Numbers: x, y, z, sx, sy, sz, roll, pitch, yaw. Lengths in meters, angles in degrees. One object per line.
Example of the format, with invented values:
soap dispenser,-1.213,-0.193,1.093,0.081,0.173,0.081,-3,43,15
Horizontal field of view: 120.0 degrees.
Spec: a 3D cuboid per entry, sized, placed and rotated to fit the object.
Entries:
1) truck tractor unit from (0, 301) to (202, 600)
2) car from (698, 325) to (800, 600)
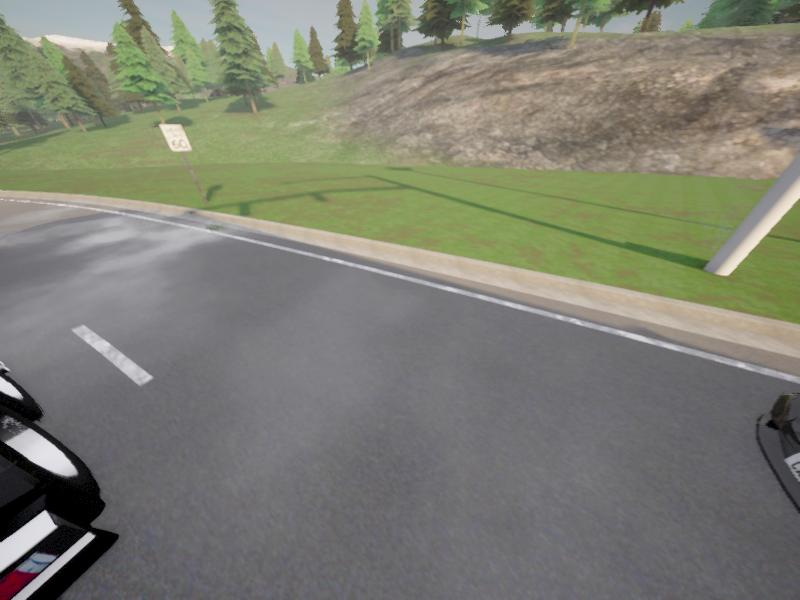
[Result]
truck tractor unit,-5.172,-0.234,0.689,6.516,4.208,3.053,16,38,21
car,4.661,1.596,0.384,4.674,1.442,1.812,18,39,24
